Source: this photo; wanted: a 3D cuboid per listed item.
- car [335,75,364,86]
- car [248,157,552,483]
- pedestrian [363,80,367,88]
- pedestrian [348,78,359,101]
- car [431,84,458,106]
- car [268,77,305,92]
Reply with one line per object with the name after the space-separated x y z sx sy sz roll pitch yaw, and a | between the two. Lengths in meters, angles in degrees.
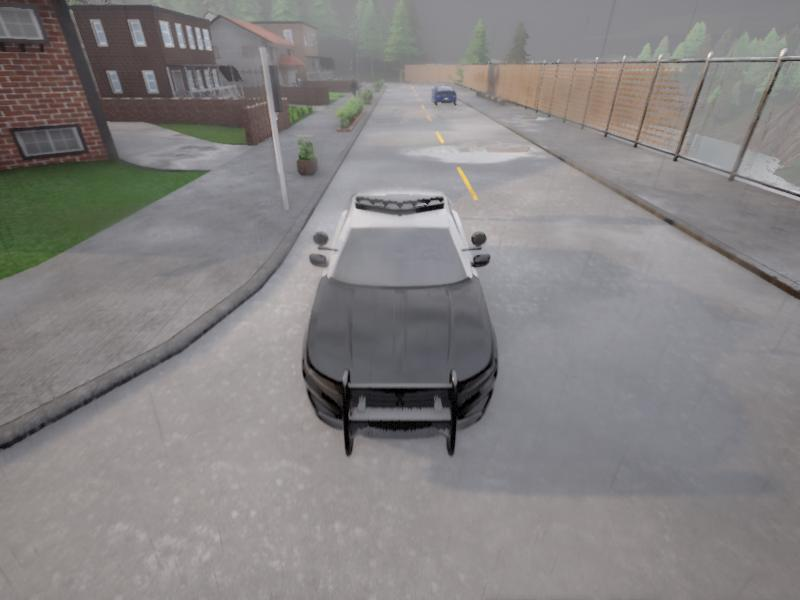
-9.288 -40.778 74.292 5.027 1.651 2.152 0 30 0 | car
-0.002 -0.495 5.211 1.930 1.638 5.238 0 30 0 | car
-5.331 -32.610 60.329 0.500 1.100 0.500 0 30 0 | pedestrian
-4.455 -20.245 38.464 0.751 1.860 0.751 6 31 10 | pedestrian
3.984 -18.695 36.390 1.882 1.535 5.008 0 31 0 | car
-13.298 -25.322 47.021 3.633 1.501 1.845 0 30 0 | car
